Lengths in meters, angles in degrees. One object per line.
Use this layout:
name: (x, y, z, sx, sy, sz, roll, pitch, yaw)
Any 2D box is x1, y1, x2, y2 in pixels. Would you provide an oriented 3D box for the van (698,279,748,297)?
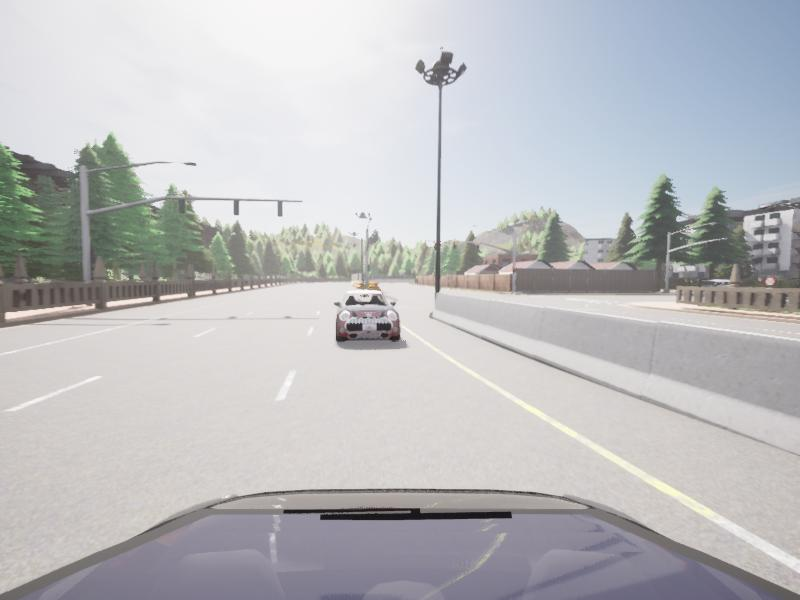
van: (38.551, -1.428, 47.842, 4.480, 2.038, 2.069, 0, 3, -8)

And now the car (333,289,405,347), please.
car: (-1.155, 0.450, 12.938, 1.970, 1.475, 3.806, 0, 3, -9)
